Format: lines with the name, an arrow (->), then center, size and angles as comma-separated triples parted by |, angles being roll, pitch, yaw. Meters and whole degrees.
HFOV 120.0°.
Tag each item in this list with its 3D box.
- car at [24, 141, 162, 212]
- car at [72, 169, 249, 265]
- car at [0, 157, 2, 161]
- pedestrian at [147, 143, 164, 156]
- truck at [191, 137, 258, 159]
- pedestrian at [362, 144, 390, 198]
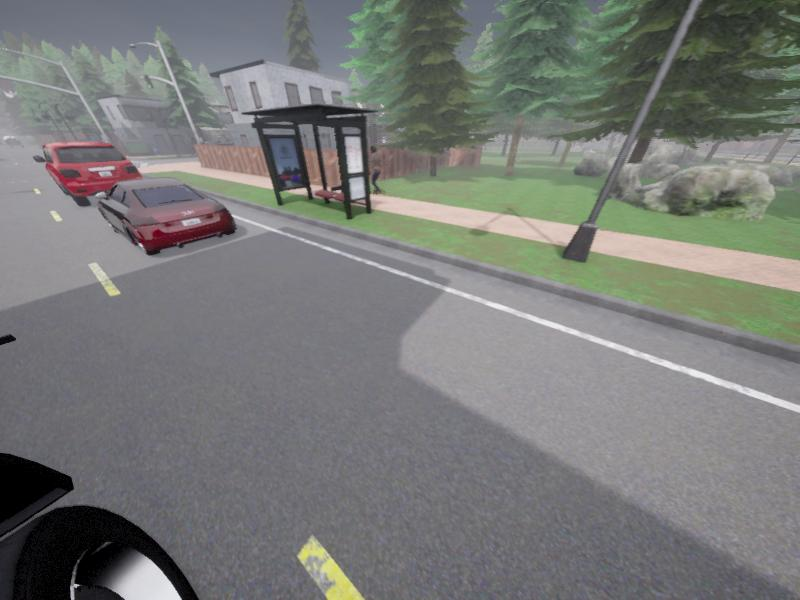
car -> -12.941, -5.422, 9.726 | 5.566, 2.045, 2.150 | 22, 41, 28
car -> -6.392, -2.479, 6.190 | 4.181, 1.385, 1.994 | 22, 41, 28
car -> -44.408, -15.497, 24.357 | 4.181, 1.385, 1.994 | 22, 41, 28
pedestrian -> -30.349, -18.683, 28.709 | 0.751, 1.300, 0.751 | -7, 36, -11
truck -> -22.321, -19.713, 29.847 | 2.390, 2.098, 6.274 | 16, 38, 21
pedestrian -> -0.968, -5.328, 9.543 | 0.751, 1.860, 0.751 | 18, 39, 23
